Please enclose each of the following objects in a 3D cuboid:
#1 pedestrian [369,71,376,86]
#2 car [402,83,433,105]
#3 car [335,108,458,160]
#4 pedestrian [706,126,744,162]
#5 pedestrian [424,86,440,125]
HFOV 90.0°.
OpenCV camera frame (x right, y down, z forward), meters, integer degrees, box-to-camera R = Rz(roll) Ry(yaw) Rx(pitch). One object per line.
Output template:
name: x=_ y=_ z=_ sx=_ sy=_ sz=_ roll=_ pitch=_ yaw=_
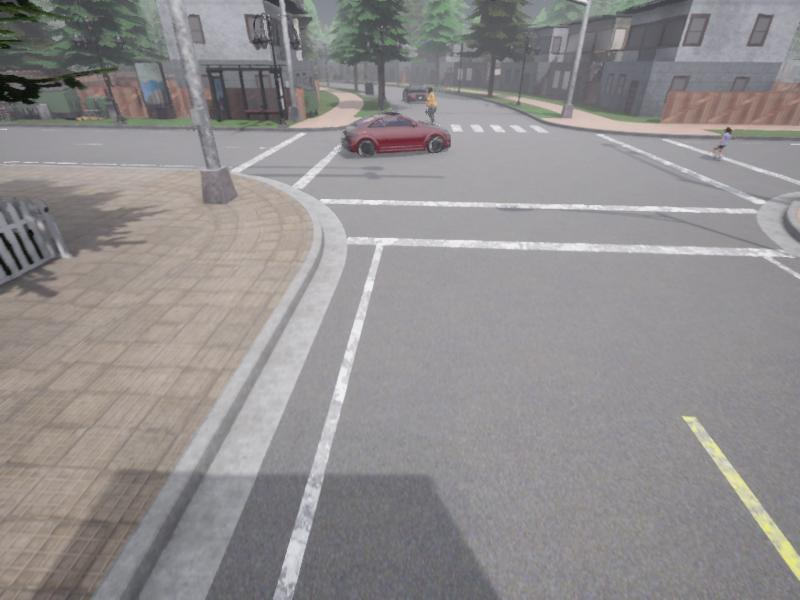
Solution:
pedestrian: x=-4.064 y=-33.131 z=59.773 sx=0.751 sy=1.860 sz=0.751 roll=-21 pitch=37 yaw=-31
car: x=1.410 y=-17.670 z=34.265 sx=1.994 sy=1.385 sz=4.181 roll=-3 pitch=31 yaw=-6
car: x=-0.177 y=-6.379 z=15.252 sx=4.181 sy=1.385 sz=1.994 roll=-10 pitch=32 yaw=-16
pedestrian: x=11.340 y=-5.453 z=13.984 sx=0.500 sy=1.100 sz=0.500 roll=-5 pitch=31 yaw=-8
pedestrian: x=1.727 y=-10.596 z=21.814 sx=0.751 sy=1.860 sz=0.751 roll=3 pitch=31 yaw=5
